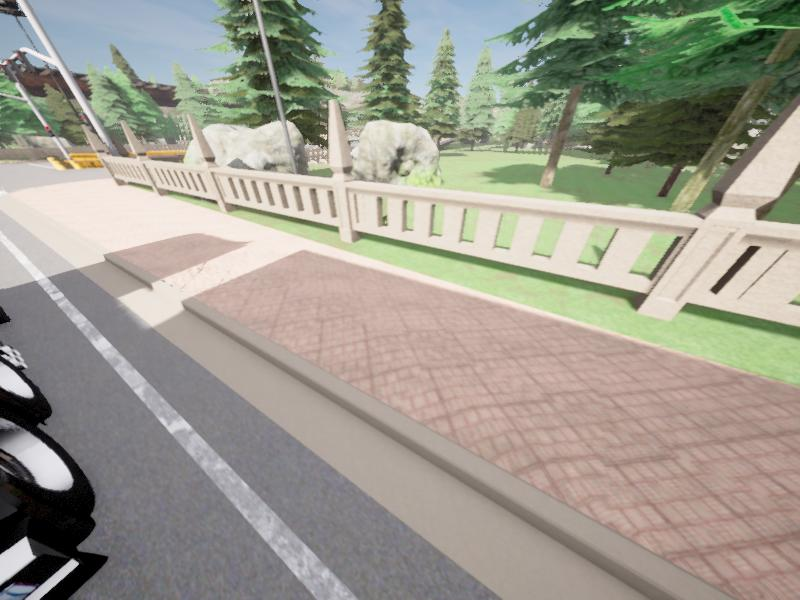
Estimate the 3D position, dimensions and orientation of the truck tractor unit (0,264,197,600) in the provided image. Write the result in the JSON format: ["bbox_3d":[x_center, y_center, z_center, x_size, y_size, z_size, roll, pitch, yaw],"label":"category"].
[{"bbox_3d":[-5.115,-0.295,0.785,6.516,4.208,3.053,18,39,24],"label":"truck tractor unit"}]
